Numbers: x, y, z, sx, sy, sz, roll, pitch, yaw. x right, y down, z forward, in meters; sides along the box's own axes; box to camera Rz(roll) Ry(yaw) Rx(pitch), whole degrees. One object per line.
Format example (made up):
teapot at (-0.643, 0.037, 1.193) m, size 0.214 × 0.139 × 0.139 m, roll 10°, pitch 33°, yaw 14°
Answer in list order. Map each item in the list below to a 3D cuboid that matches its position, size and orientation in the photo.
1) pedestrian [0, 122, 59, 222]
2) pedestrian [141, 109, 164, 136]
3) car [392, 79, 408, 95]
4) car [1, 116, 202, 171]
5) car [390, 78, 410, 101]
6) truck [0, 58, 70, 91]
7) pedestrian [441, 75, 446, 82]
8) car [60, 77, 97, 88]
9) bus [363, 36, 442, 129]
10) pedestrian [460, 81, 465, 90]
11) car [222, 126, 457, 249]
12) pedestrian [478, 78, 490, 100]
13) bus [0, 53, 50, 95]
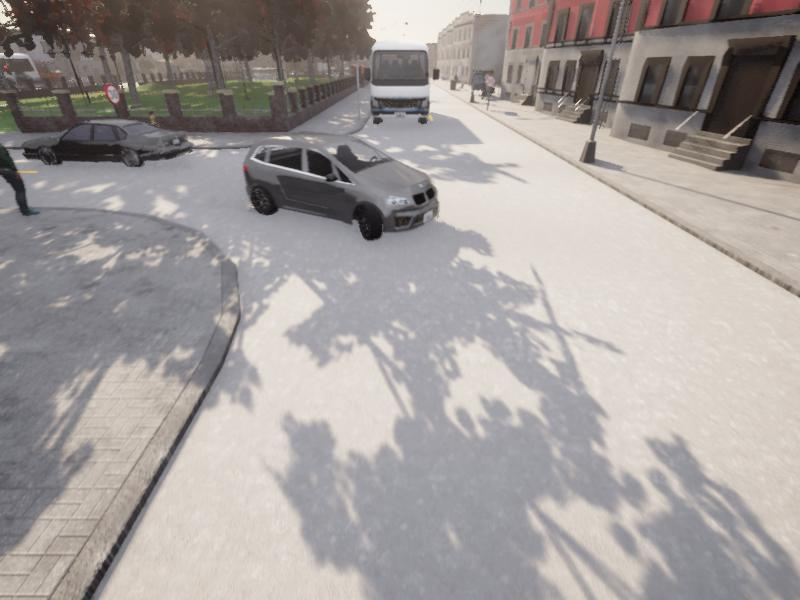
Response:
pedestrian at (-8.275, -2.714, 8.473) m, size 0.751 × 1.860 × 0.751 m, roll 11°, pitch 32°, yaw 18°
pedestrian at (-11.689, -8.404, 18.925) m, size 0.500 × 1.100 × 0.500 m, roll 0°, pitch 30°, yaw 0°
car at (0.008, -26.997, 50.632) m, size 1.930 × 1.638 × 5.238 m, roll 0°, pitch 30°, yaw 0°
car at (-10.203, -5.535, 14.004) m, size 5.357 × 1.411 × 2.033 m, roll 3°, pitch 31°, yaw 5°
car at (0.007, -20.821, 39.542) m, size 1.905 × 1.878 × 3.866 m, roll 0°, pitch 30°, yaw 0°
truck at (-50.743, -30.340, 53.817) m, size 8.468 × 3.827 × 2.891 m, roll -7°, pitch 31°, yaw -12°
pedestrian at (8.372, -42.602, 76.952) m, size 0.751 × 1.300 × 0.751 m, roll -5°, pitch 31°, yaw -8°
car at (-49.286, -33.415, 61.401) m, size 1.812 × 1.442 × 4.674 m, roll 0°, pitch 30°, yaw 0°
bus at (0.129, -13.859, 25.359) m, size 3.944 × 4.253 × 10.273 m, roll 0°, pitch 30°, yaw 0°
pedestrian at (8.307, -28.385, 52.947) m, size 0.500 × 1.100 × 0.500 m, roll -2°, pitch 30°, yaw -3°
car at (-1.369, -2.757, 9.008) m, size 4.611 × 1.667 × 2.242 m, roll 17°, pitch 34°, yaw 27°
pedestrian at (7.952, -19.892, 37.738) m, size 0.751 × 1.860 × 0.751 m, roll -3°, pitch 31°, yaw -4°
bus at (-48.614, -26.862, 47.473) m, size 3.944 × 4.253 × 10.273 m, roll 3°, pitch 31°, yaw 5°
